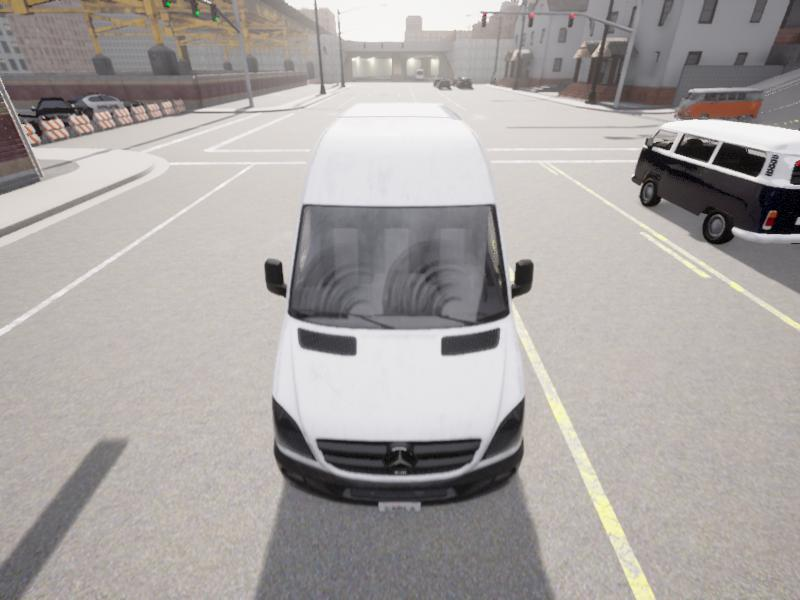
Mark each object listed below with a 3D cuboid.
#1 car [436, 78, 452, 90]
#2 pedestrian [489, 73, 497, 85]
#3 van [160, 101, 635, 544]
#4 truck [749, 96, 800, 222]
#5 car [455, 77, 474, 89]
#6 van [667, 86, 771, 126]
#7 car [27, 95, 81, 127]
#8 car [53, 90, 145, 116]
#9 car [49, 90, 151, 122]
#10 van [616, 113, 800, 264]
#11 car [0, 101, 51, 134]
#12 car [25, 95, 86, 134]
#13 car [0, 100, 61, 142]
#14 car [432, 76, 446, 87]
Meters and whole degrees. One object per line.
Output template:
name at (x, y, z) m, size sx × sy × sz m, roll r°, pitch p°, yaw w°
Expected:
car at (6.968, -34.275, 63.386) m, size 2.007 × 1.525 × 4.514 m, roll 0°, pitch 30°, yaw 0°
pedestrian at (16.505, -39.173, 71.037) m, size 0.751 × 1.860 × 0.751 m, roll 26°, pitch 39°, yaw 36°
van at (-0.011, -0.790, 4.875) m, size 1.988 × 2.561 × 5.915 m, roll 0°, pitch 30°, yaw 0°
truck at (10.372, -2.312, 7.556) m, size 2.627 × 2.467 × 5.204 m, roll 1°, pitch 30°, yaw 1°
car at (10.467, -35.355, 65.145) m, size 2.242 × 1.667 × 4.611 m, roll 0°, pitch 30°, yaw 0°
van at (19.830, -12.148, 25.078) m, size 4.442 × 1.987 × 1.775 m, roll -1°, pitch 30°, yaw 1°
car at (-19.489, -10.783, 22.636) m, size 1.853 × 1.218 × 4.536 m, roll -20°, pitch 36°, yaw -31°
car at (-20.275, -13.442, 27.196) m, size 1.853 × 1.218 × 4.536 m, roll 15°, pitch 34°, yaw 24°
car at (-20.250, -13.329, 27.315) m, size 2.038 × 1.542 × 4.974 m, roll 15°, pitch 34°, yaw 24°
van at (6.994, -2.658, 8.575) m, size 2.069 × 2.038 × 4.480 m, roll 0°, pitch 30°, yaw 0°
car at (-19.481, -8.422, 18.586) m, size 1.853 × 1.218 × 4.536 m, roll 26°, pitch 39°, yaw 37°
car at (-19.458, -10.626, 22.679) m, size 2.038 × 1.542 × 4.974 m, roll -20°, pitch 36°, yaw -31°
car at (-19.445, -8.305, 18.698) m, size 2.038 × 1.542 × 4.974 m, roll 26°, pitch 39°, yaw 37°
car at (6.965, -39.076, 71.437) m, size 1.930 × 1.638 × 5.238 m, roll 0°, pitch 30°, yaw 0°
